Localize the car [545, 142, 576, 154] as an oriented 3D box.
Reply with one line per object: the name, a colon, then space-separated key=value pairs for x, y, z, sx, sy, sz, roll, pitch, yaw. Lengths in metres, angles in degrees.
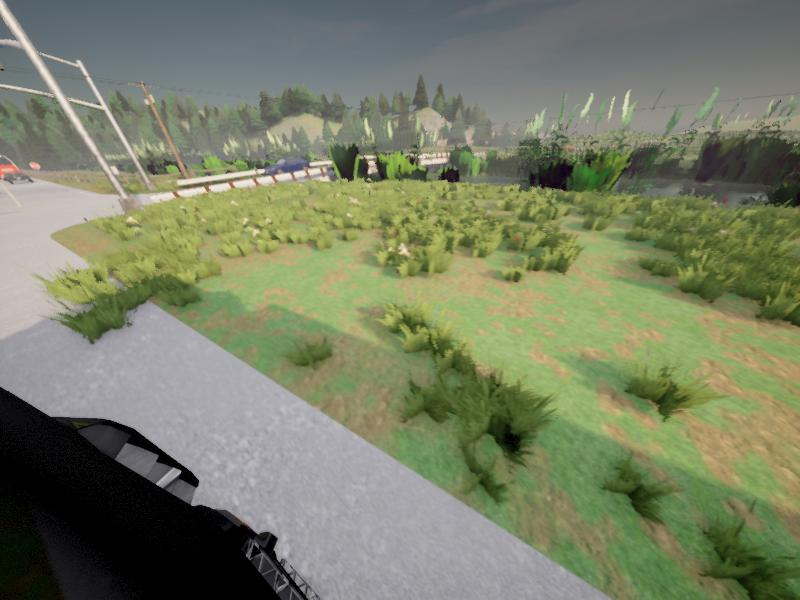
car: x=31.784 y=-30.160 z=45.753 sx=4.553 sy=1.767 sz=2.097 roll=20 pitch=40 yaw=31

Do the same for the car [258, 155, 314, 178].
car: x=-11.350 y=-13.526 z=23.341 sx=1.812 sy=1.442 sz=4.674 roll=20 pitch=42 yaw=30

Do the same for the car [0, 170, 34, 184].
car: x=-60.339 y=-19.375 z=36.366 sx=5.027 sy=1.651 sz=2.152 roll=18 pitch=39 yaw=28

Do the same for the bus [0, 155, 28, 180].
bus: x=-85.890 y=-28.605 z=49.884 sx=10.273 sy=4.253 sz=3.944 roll=18 pitch=39 yaw=28

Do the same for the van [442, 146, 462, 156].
van: x=12.910 y=-37.229 z=57.716 sx=4.442 sy=1.987 sz=1.775 roll=20 pitch=40 yaw=31

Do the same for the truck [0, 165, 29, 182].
truck: x=-73.281 y=-23.892 z=43.414 sx=5.204 sy=2.467 sz=2.627 roll=18 pitch=39 yaw=28

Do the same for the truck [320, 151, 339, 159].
truck: x=-24.607 y=-50.546 z=80.626 sx=6.274 sy=2.098 sz=2.390 roll=17 pitch=38 yaw=27
